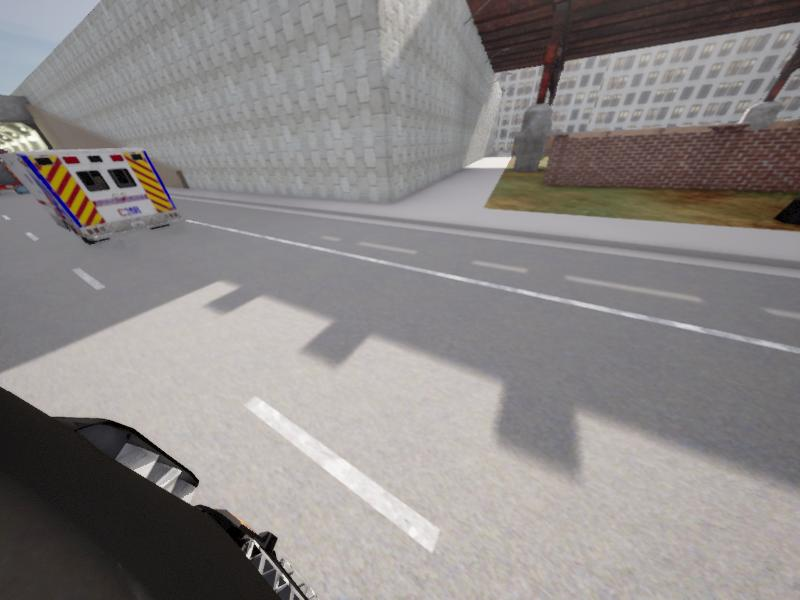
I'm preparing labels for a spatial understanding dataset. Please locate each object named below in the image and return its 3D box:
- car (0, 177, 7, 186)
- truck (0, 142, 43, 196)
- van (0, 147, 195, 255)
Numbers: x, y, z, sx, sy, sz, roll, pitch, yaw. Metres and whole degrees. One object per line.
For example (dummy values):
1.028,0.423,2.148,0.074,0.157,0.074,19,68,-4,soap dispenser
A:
-52.496,-15.278,29.382,4.674,1.442,1.812,16,38,26,car
-37.507,-11.947,21.138,8.468,3.827,2.891,16,38,26,truck
-10.542,-3.626,7.938,6.366,2.431,2.351,16,38,26,van
